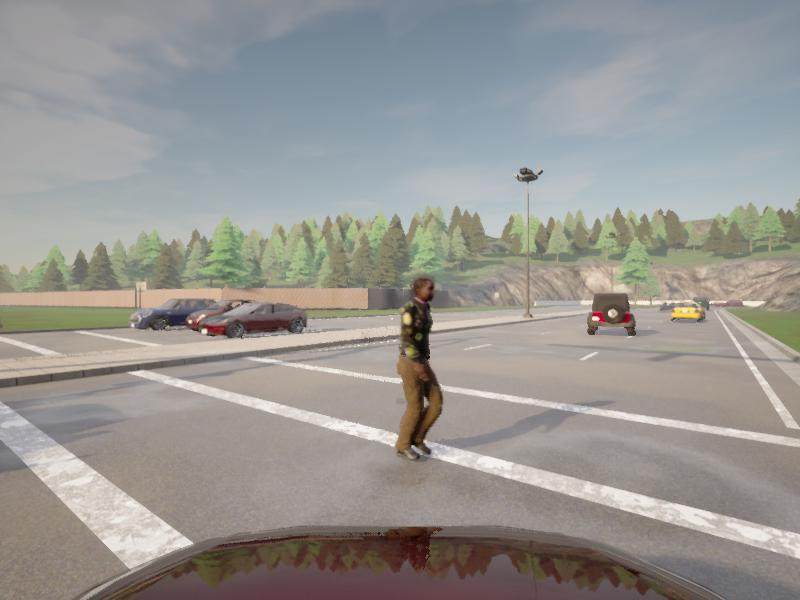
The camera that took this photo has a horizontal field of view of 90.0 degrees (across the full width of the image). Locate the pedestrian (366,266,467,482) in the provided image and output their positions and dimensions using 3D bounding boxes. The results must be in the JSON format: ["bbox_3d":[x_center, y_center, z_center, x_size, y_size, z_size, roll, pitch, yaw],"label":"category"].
[{"bbox_3d":[0.182,0.637,3.948,0.751,1.860,0.751,0,0,28],"label":"pedestrian"}]

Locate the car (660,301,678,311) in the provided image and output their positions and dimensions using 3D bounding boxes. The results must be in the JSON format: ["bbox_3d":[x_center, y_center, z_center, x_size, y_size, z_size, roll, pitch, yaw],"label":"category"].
[{"bbox_3d":[39.113,0.852,58.139,1.970,1.475,3.806,0,0,38],"label":"car"}]

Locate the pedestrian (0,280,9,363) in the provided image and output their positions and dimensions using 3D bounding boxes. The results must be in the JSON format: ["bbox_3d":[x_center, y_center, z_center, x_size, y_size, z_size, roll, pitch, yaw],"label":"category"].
[{"bbox_3d":[-9.450,0.485,9.111,0.751,1.860,0.751,0,0,-42],"label":"pedestrian"}]

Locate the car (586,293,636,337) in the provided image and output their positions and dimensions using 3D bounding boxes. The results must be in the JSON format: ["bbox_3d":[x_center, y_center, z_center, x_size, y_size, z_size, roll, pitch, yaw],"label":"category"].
[{"bbox_3d":[10.109,0.645,19.126,1.905,1.878,3.866,0,0,29],"label":"car"}]

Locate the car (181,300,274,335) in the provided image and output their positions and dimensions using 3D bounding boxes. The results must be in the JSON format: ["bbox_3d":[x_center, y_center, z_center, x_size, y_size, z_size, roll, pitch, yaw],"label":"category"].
[{"bbox_3d":[-8.715,0.788,20.503,1.851,1.617,3.988,0,0,38],"label":"car"}]

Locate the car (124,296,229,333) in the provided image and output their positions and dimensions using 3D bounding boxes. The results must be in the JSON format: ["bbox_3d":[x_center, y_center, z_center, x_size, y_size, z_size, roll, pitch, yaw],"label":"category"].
[{"bbox_3d":[-12.065,0.694,21.882,2.097,1.767,4.553,0,0,38],"label":"car"}]

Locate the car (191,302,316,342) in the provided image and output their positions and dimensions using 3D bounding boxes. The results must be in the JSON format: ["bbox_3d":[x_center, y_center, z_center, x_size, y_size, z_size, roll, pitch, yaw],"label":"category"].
[{"bbox_3d":[-6.345,0.851,17.839,2.163,1.488,4.792,0,0,38],"label":"car"}]

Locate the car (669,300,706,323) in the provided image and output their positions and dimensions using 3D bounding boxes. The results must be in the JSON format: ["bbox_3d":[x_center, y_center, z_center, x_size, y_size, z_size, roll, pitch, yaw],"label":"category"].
[{"bbox_3d":[21.867,0.800,30.334,1.801,1.575,5.366,0,0,41],"label":"car"}]
